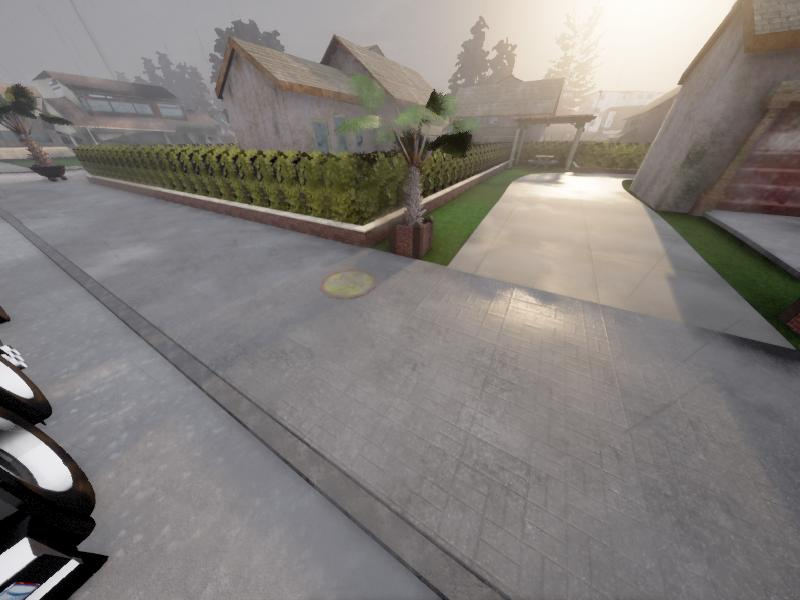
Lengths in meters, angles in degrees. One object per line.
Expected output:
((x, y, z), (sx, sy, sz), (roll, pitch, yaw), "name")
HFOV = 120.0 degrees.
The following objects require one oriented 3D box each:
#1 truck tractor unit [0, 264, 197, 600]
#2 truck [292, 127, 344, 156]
((-5.112, -0.300, 0.779), (6.516, 4.208, 3.053), (18, 39, 24), "truck tractor unit")
((-14.055, -27.920, 40.796), (2.891, 3.827, 8.468), (18, 39, 24), "truck")
